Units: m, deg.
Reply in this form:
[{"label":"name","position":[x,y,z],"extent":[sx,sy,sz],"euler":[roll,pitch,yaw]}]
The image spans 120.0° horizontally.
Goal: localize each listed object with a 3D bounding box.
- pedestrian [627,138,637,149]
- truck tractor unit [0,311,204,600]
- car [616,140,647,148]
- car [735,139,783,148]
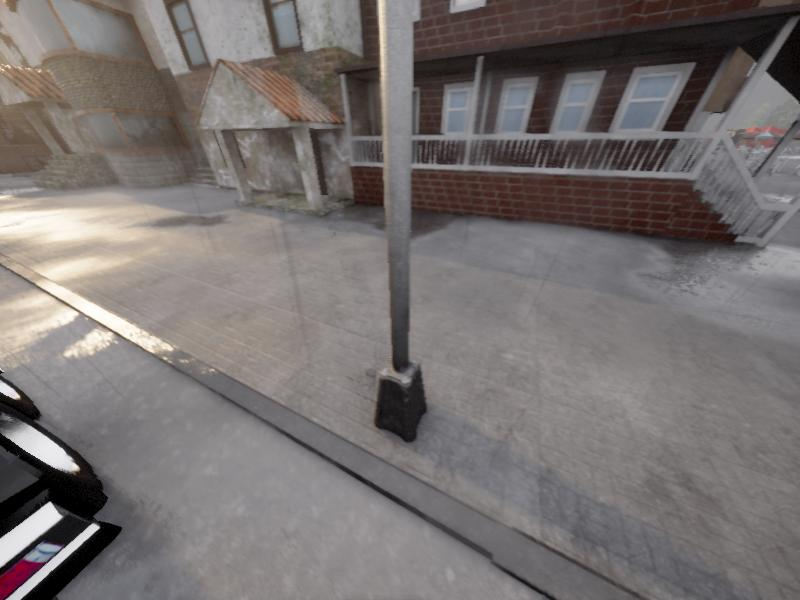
[{"label":"pedestrian","position":[48.941,-33.010,48.671],"extent":[0.751,1.860,0.751],"euler":[22,41,29]},{"label":"truck tractor unit","position":[-5.193,-0.209,0.659],"extent":[6.516,4.208,3.053],"euler":[15,38,20]},{"label":"car","position":[56.026,-37.819,55.960],"extent":[4.792,1.488,2.163],"euler":[15,38,20]},{"label":"car","position":[75.295,-32.862,48.534],"extent":[4.974,1.542,2.038],"euler":[15,38,20]}]
